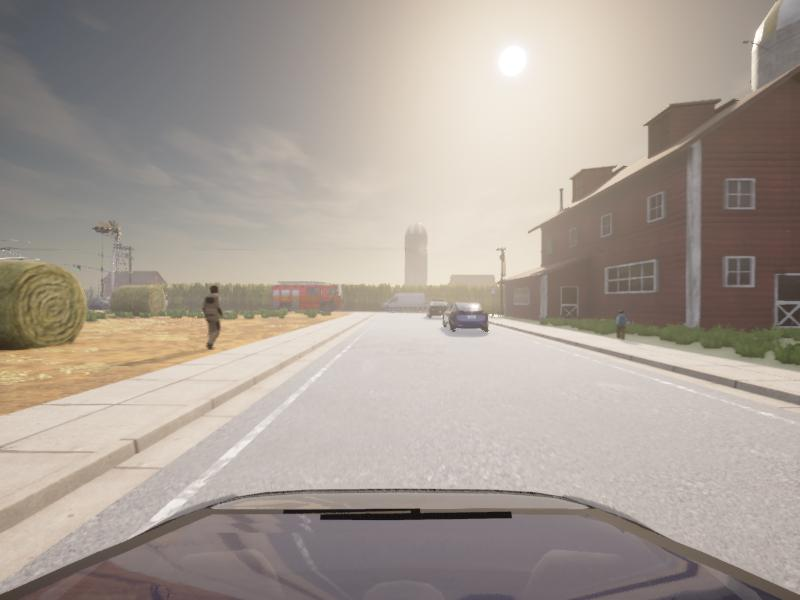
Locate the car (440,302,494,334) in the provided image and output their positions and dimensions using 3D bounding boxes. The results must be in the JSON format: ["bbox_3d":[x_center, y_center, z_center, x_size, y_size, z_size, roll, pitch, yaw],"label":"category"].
[{"bbox_3d":[3.505,0.888,21.851,2.163,1.488,4.792,0,0,0],"label":"car"}]

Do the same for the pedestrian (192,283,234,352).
[{"bbox_3d":[-5.242,0.470,11.227,0.751,1.860,0.751,0,0,15],"label":"pedestrian"}]

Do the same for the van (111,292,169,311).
[{"bbox_3d":[-34.719,0.229,53.549,6.366,2.431,2.351,0,0,1],"label":"van"}]

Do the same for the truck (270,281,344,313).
[{"bbox_3d":[-11.385,-0.338,49.667,8.468,3.827,2.891,0,0,1],"label":"truck"}]

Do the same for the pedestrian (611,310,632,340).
[{"bbox_3d":[8.280,0.928,14.971,0.500,1.100,0.500,0,0,2],"label":"pedestrian"}]

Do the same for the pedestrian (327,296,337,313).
[{"bbox_3d":[-7.720,0.488,45.493,0.751,1.860,0.751,0,0,21],"label":"pedestrian"}]

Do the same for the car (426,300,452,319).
[{"bbox_3d":[3.503,0.811,36.755,1.930,1.638,5.238,0,0,0],"label":"car"}]

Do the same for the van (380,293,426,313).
[{"bbox_3d":[0.437,0.374,53.001,5.915,2.561,1.988,0,0,1],"label":"van"}]
